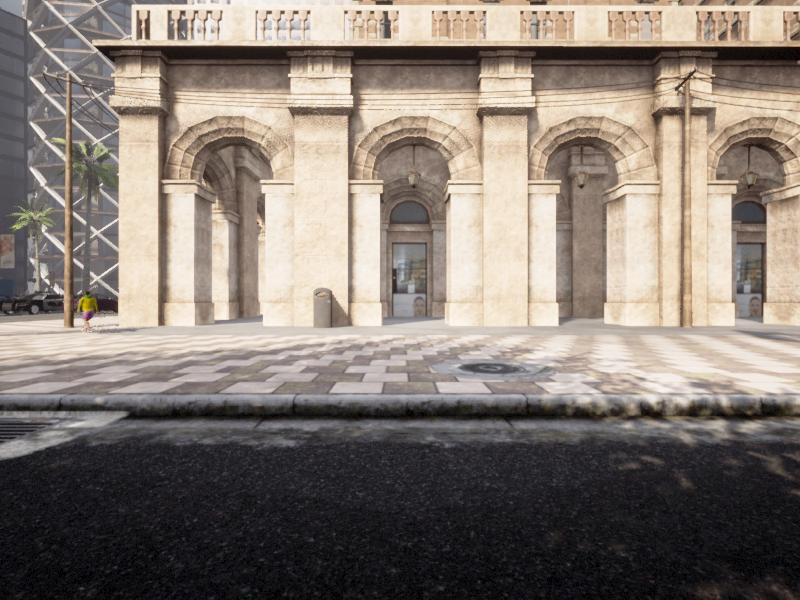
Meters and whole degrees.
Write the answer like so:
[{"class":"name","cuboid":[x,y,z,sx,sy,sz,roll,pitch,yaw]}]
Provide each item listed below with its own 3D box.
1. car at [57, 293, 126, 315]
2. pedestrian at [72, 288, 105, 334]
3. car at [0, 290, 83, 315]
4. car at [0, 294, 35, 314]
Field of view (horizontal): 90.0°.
[{"class":"car","cuboid":[-22.326,0.254,29.207,1.816,1.474,4.193,0,0,0]},{"class":"pedestrian","cuboid":[-7.818,0.265,10.043,0.500,1.100,0.500,0,0,33]},{"class":"car","cuboid":[-25.842,0.170,28.809,1.930,1.638,5.238,0,0,0]},{"class":"car","cuboid":[-29.345,0.294,28.373,2.033,1.411,5.357,0,0,0]}]
